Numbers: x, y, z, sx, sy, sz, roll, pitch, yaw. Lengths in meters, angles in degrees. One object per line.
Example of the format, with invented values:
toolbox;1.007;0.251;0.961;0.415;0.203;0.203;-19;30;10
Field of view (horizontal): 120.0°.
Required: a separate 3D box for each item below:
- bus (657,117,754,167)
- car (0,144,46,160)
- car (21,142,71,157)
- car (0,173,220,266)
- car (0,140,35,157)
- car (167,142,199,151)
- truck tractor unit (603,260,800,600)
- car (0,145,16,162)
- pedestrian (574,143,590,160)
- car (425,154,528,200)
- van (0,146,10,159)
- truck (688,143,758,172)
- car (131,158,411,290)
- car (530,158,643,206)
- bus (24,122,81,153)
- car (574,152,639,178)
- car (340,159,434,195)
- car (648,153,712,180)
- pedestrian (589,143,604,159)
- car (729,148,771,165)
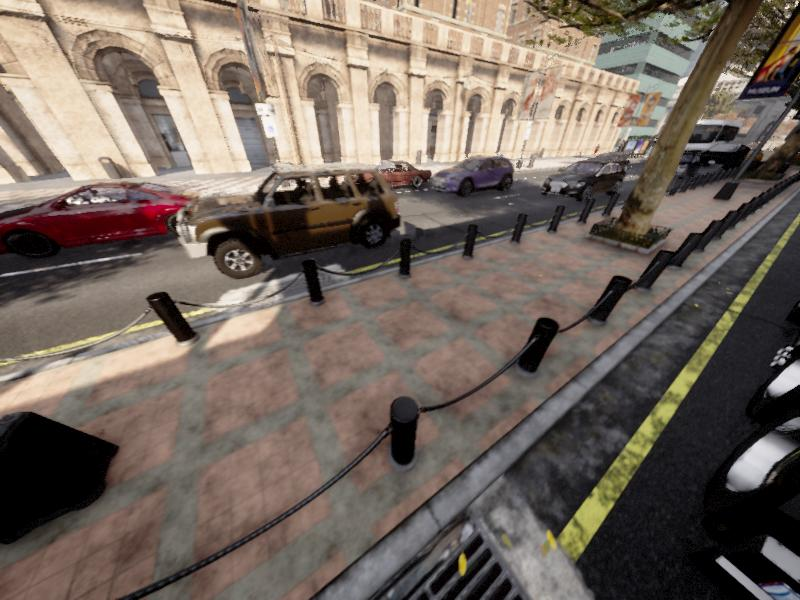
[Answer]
bus;36.579;-18.867;27.705;10.273;4.253;3.944;-19;39;-26
car;-48.525;-18.901;29.416;2.007;1.525;4.514;-19;39;-26
car;-52.179;-22.335;34.236;2.152;1.651;5.027;-19;39;-25
car;-7.603;-2.359;6.131;4.181;1.385;1.994;-19;39;-26
car;-55.265;-21.534;32.823;1.905;1.878;3.866;-19;39;-25
car;-49.702;-35.253;53.069;5.027;1.651;2.152;-19;39;-25
truck tractor unit;5.101;-0.310;0.795;6.516;4.208;3.053;-19;39;-24
car;-45.030;-15.605;24.749;2.163;1.488;4.792;-19;39;-26
pedestrian;23.303;-19.047;29.636;0.751;1.860;0.751;-12;37;-17
car;3.935;-6.493;11.944;4.856;1.649;2.033;-19;39;-26
van;-51.910;-18.457;28.298;2.069;2.038;4.480;-19;39;-25
truck;31.326;-13.898;22.402;6.274;2.098;2.390;-19;39;-26
car;-2.226;-2.096;5.352;4.605;1.855;1.932;-19;39;-26
car;9.008;-5.867;11.186;4.902;1.511;2.128;-19;39;-26
bus;-64.726;-30.115;43.001;10.273;4.253;3.944;23;41;29
car;16.404;-10.790;18.343;4.892;1.490;1.837;-19;39;-26
car;-0.634;-6.949;12.839;4.718;1.301;1.895;-19;39;-26
car;20.774;-9.981;17.184;3.633;1.501;1.845;-19;39;-26
pedestrian;27.723;-21.079;32.593;0.751;1.860;0.751;-15;38;-21
car;44.093;-18.140;29.062;5.366;1.575;1.801;-19;39;-26
